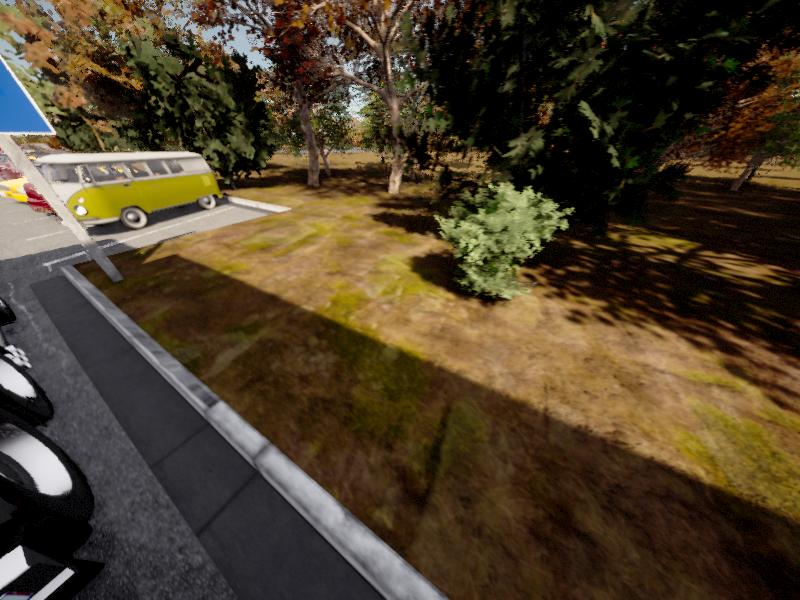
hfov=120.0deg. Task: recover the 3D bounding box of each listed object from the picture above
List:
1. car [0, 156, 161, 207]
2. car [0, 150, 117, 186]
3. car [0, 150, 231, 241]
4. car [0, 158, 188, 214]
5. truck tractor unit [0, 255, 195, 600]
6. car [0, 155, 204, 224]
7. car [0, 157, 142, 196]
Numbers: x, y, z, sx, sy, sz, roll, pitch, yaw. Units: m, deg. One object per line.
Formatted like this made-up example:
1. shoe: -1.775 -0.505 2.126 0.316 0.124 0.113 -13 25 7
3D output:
1. car: -16.202 -6.236 11.747 1.946 1.575 5.366 8 35 11
2. car: -23.603 -9.178 15.822 2.185 1.767 4.553 8 35 12
3. car: -8.676 -3.778 7.763 1.878 1.987 4.442 7 35 10
4. car: -13.631 -5.538 10.729 1.946 1.575 5.366 7 35 11
5. truck tractor unit: -5.095 -0.315 0.805 6.516 4.208 3.053 19 39 25
6. car: -11.176 -4.626 9.179 2.185 1.767 4.553 7 35 10
7. car: -18.653 -7.212 13.247 2.002 1.452 4.674 7 35 11
